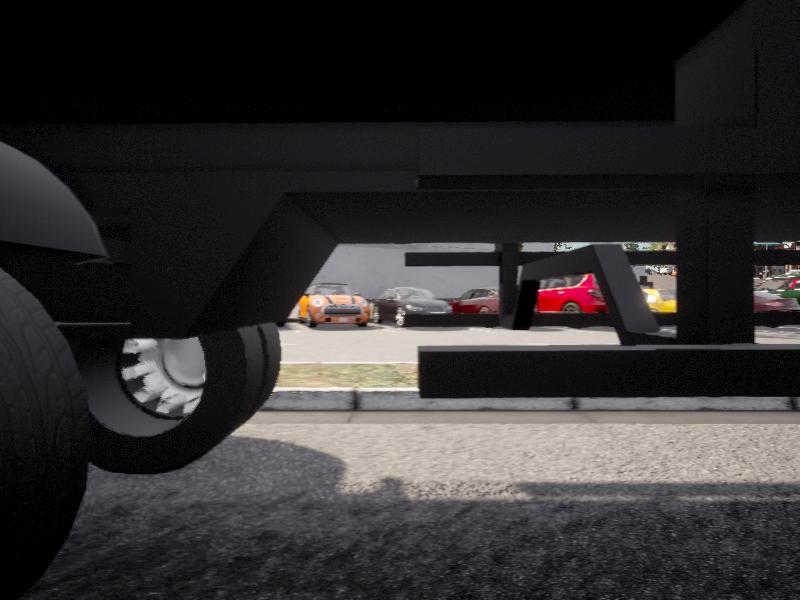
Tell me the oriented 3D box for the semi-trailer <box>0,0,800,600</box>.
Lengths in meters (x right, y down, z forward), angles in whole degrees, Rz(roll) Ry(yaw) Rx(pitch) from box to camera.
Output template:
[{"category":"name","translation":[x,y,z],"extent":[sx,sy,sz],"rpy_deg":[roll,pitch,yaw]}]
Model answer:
[{"category":"semi-trailer","translation":[-0.089,-1.219,1.696],"extent":[14.254,4.402,2.717],"rpy_deg":[0,0,0]}]
